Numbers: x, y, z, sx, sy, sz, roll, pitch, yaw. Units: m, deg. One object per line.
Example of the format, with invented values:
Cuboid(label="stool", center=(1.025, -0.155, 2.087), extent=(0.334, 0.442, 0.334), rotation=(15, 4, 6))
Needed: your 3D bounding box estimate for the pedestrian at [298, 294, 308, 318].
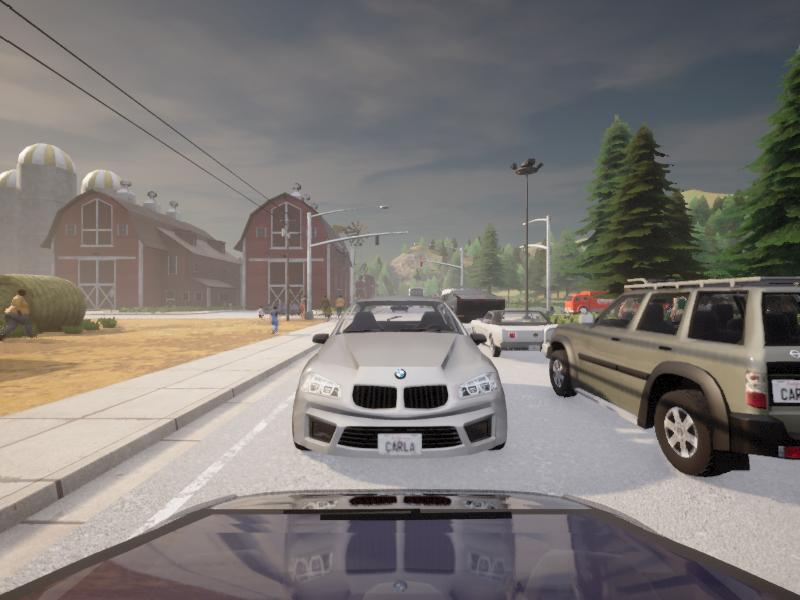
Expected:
Cuboid(label="pedestrian", center=(-7.616, 0.483, 31.296), extent=(0.751, 1.860, 0.751), rotation=(0, 0, -12))

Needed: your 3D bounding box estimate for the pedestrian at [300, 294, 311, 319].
Cuboid(label="pedestrian", center=(-7.283, 0.486, 30.732), extent=(0.751, 1.860, 0.751), rotation=(0, 0, -20))

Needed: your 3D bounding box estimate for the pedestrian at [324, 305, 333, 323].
Cuboid(label="pedestrian", center=(-4.537, 0.885, 25.372), extent=(0.500, 1.100, 0.500), rotation=(0, 0, 3))

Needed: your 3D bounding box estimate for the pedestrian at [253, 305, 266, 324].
Cuboid(label="pedestrian", center=(-8.328, 0.858, 23.758), extent=(0.500, 1.100, 0.500), rotation=(0, 0, 32))

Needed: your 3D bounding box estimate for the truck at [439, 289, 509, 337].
Cuboid(label="truck", center=(3.484, 0.558, 20.312), extent=(2.390, 2.098, 6.274), rotation=(0, 0, 0))

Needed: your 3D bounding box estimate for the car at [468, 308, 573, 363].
Cuboid(label="car", center=(3.490, 0.954, 12.594), extent=(1.895, 1.301, 4.718), rotation=(0, 0, 0))

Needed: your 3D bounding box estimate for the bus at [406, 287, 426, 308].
Cuboid(label="bus", center=(3.322, -0.467, 87.181), extent=(3.944, 4.253, 10.273), rotation=(0, 0, 0))

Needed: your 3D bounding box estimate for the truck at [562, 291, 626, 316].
Cuboid(label="truck", center=(19.369, 0.361, 40.112), extent=(5.204, 2.467, 2.627), rotation=(0, 0, -1))

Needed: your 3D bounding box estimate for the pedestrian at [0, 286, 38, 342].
Cuboid(label="pedestrian", center=(-13.254, 0.469, 13.918), extent=(0.751, 1.860, 0.751), rotation=(0, 0, 28))

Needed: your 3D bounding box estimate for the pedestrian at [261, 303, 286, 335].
Cuboid(label="pedestrian", center=(-5.214, 0.770, 16.531), extent=(0.751, 1.300, 0.751), rotation=(0, 0, 8))

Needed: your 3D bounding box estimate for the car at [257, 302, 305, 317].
Cuboid(label="car", center=(-11.718, 0.909, 39.521), extent=(4.181, 1.385, 1.994), rotation=(0, 0, -1))

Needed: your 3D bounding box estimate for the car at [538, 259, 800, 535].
Cuboid(label="car", center=(3.489, 0.657, 4.993), extent=(1.932, 1.855, 4.605), rotation=(0, 0, 0))

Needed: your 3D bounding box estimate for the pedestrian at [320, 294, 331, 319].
Cuboid(label="pedestrian", center=(-5.701, 0.491, 30.646), extent=(0.751, 1.860, 0.751), rotation=(0, 0, -6))

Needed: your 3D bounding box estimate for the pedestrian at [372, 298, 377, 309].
Cuboid(label="pedestrian", center=(-4.169, 0.536, 65.639), extent=(0.751, 1.860, 0.751), rotation=(0, 0, -4))

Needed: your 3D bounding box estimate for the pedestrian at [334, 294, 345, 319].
Cuboid(label="pedestrian", center=(-4.602, 0.502, 30.484), extent=(0.751, 1.860, 0.751), rotation=(0, 0, 2))

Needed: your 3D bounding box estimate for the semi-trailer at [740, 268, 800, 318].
Cuboid(label="semi-trailer", center=(39.551, -0.617, 36.831), extent=(14.254, 4.402, 2.717), rotation=(0, 0, 0))

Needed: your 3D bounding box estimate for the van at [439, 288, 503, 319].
Cuboid(label="van", center=(6.479, 0.337, 36.129), extent=(5.915, 2.561, 1.988), rotation=(0, -3, -35))

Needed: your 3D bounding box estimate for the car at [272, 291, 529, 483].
Cuboid(label="car", center=(-0.008, 0.761, 5.796), extent=(2.242, 1.667, 4.611), rotation=(0, 0, 0))
